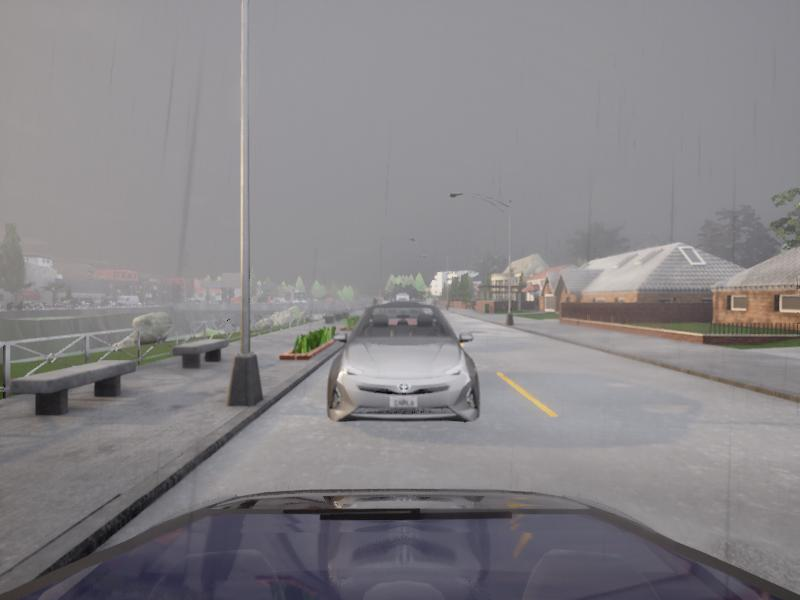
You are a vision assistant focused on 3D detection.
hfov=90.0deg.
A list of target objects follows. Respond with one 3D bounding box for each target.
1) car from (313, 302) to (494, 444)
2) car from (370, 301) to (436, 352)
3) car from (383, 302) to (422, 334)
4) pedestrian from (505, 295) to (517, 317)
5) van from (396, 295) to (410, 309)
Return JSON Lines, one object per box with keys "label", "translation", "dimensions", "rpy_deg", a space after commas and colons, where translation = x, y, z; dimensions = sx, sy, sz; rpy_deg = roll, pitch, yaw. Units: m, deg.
{"label": "car", "translation": [0.051, 0.822, 6.689], "dimensions": [2.007, 1.525, 4.514], "rpy_deg": [0, 0, 0]}
{"label": "car", "translation": [0.104, 0.817, 14.438], "dimensions": [2.007, 1.525, 4.514], "rpy_deg": [0, 0, 0]}
{"label": "car", "translation": [0.149, 0.838, 20.751], "dimensions": [1.816, 1.474, 4.193], "rpy_deg": [0, 0, 0]}
{"label": "pedestrian", "translation": [9.392, 0.507, 33.898], "dimensions": [0.751, 1.860, 0.751], "rpy_deg": [0, 0, 0]}
{"label": "van", "translation": [0.492, 0.320, 72.110], "dimensions": [2.351, 2.431, 6.366], "rpy_deg": [0, 0, 0]}
